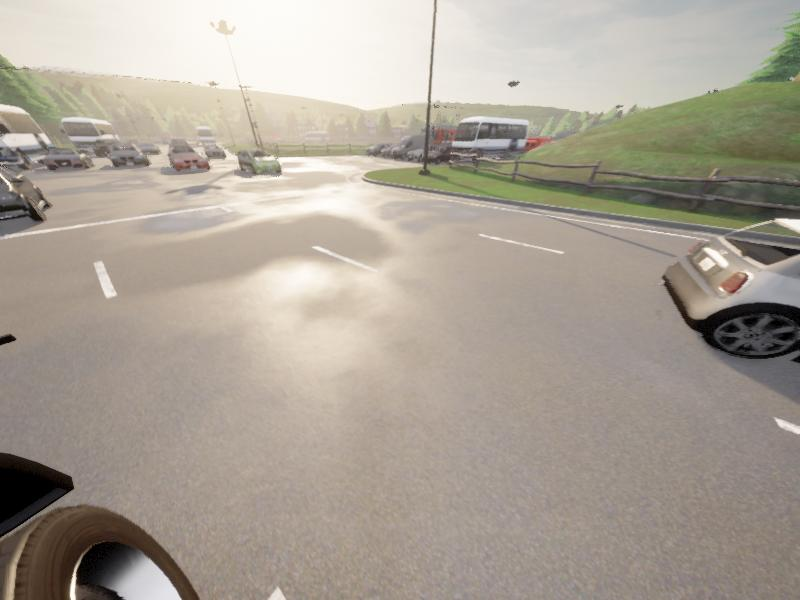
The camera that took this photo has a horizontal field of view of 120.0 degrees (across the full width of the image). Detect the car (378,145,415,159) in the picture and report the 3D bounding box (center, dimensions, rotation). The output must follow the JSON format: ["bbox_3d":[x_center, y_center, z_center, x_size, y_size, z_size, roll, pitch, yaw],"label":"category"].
[{"bbox_3d":[-0.393,-20.809,32.337,4.892,1.490,1.837,-21,41,-28],"label":"car"}]

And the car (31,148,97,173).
[{"bbox_3d":[-26.140,-11.102,18.201,1.994,1.385,4.181,-26,43,-33],"label":"car"}]

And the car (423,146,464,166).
[{"bbox_3d":[4.597,-15.477,24.705,3.988,1.617,1.851,-21,41,-28],"label":"car"}]

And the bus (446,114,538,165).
[{"bbox_3d":[10.889,-18.918,27.406,10.273,4.253,3.944,-21,41,-28],"label":"bus"}]

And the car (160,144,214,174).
[{"bbox_3d":[-16.991,-11.310,18.373,2.242,1.667,4.611,-28,44,-34],"label":"car"}]

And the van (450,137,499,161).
[{"bbox_3d":[10.051,-20.373,31.060,6.366,2.431,2.351,-21,41,-28],"label":"van"}]

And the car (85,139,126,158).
[{"bbox_3d":[-36.535,-18.978,28.829,1.905,1.878,3.866,-21,41,-28],"label":"car"}]

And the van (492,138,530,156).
[{"bbox_3d":[19.127,-26.345,39.722,6.366,2.431,2.351,-21,41,-28],"label":"van"}]

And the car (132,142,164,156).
[{"bbox_3d":[-35.308,-21.295,32.513,2.163,1.488,4.792,-22,41,-28],"label":"car"}]

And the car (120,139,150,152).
[{"bbox_3d":[-45.846,-26.805,40.054,2.242,1.667,4.611,-21,40,-28],"label":"car"}]

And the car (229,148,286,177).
[{"bbox_3d":[-10.726,-10.448,17.363,4.514,1.525,2.007,30,44,35],"label":"car"}]

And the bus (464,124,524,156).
[{"bbox_3d":[16.738,-28.514,41.192,10.273,4.253,3.944,-21,41,-28],"label":"bus"}]

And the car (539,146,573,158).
[{"bbox_3d":[24.337,-23.117,35.991,4.902,1.511,2.128,-21,41,-28],"label":"car"}]

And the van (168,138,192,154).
[{"bbox_3d":[-33.897,-23.869,35.766,1.775,1.987,4.442,-21,40,-28],"label":"van"}]

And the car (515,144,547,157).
[{"bbox_3d":[21.432,-24.478,37.777,5.238,1.638,1.930,-21,41,-28],"label":"car"}]

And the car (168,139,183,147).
[{"bbox_3d":[-57.113,-40.053,58.827,2.033,1.649,4.856,-21,40,-28],"label":"car"}]

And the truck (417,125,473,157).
[{"bbox_3d":[7.045,-24.657,35.911,8.468,3.827,2.891,-21,41,-28],"label":"truck"}]

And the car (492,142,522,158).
[{"bbox_3d":[16.041,-22.485,34.633,3.866,1.878,1.905,-21,41,-28],"label":"car"}]

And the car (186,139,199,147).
[{"bbox_3d":[-53.860,-40.836,60.035,1.801,1.575,5.366,-21,40,-28],"label":"car"}]

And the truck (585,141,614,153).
[{"bbox_3d":[43.227,-33.147,50.077,6.274,2.098,2.390,-21,41,-28],"label":"truck"}]

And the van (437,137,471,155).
[{"bbox_3d":[9.587,-27.561,41.217,5.915,2.561,1.988,-21,40,-28],"label":"van"}]

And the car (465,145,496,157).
[{"bbox_3d":[12.666,-23.426,36.314,4.674,1.442,1.812,-21,41,-28],"label":"car"}]

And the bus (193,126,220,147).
[{"bbox_3d":[-52.107,-44.152,62.468,3.944,4.253,10.273,-21,40,-28],"label":"bus"}]

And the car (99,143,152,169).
[{"bbox_3d":[-23.811,-12.697,20.248,2.242,1.667,4.611,-26,43,-32],"label":"car"}]

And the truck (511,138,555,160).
[{"bbox_3d":[18.746,-21.339,32.534,5.204,2.467,2.627,-22,41,-28],"label":"truck"}]

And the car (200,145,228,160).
[{"bbox_3d":[-22.877,-18.242,28.440,1.994,1.385,4.181,-24,42,-31],"label":"car"}]

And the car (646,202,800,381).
[{"bbox_3d":[5.864,0.131,2.560,3.806,1.475,1.970,21,40,26],"label":"car"}]

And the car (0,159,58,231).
[{"bbox_3d":[-12.669,-3.272,7.075,3.705,1.549,1.789,27,43,33],"label":"car"}]

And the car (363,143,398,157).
[{"bbox_3d":[-2.841,-22.368,34.372,4.611,1.667,2.242,-21,41,-28],"label":"car"}]

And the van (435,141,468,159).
[{"bbox_3d":[7.330,-21.574,33.117,4.442,1.987,1.775,-21,41,-28],"label":"van"}]

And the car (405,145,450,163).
[{"bbox_3d":[3.283,-17.410,27.429,5.027,1.651,2.152,-21,41,-28],"label":"car"}]

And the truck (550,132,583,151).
[{"bbox_3d":[43.295,-41.203,60.071,8.468,3.827,2.891,-21,41,-28],"label":"truck"}]

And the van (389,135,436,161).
[{"bbox_3d":[1.624,-19.580,29.704,5.915,2.561,1.988,-21,40,-28],"label":"van"}]

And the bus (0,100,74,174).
[{"bbox_3d":[-31.031,-12.576,17.713,3.944,4.253,10.273,-25,43,-31],"label":"bus"}]

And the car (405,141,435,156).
[{"bbox_3d":[3.265,-24.830,37.797,4.605,1.855,1.932,-21,41,-28],"label":"car"}]

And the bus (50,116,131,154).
[{"bbox_3d":[-47.068,-25.453,35.848,3.944,4.253,10.273,-21,40,-28],"label":"bus"}]
